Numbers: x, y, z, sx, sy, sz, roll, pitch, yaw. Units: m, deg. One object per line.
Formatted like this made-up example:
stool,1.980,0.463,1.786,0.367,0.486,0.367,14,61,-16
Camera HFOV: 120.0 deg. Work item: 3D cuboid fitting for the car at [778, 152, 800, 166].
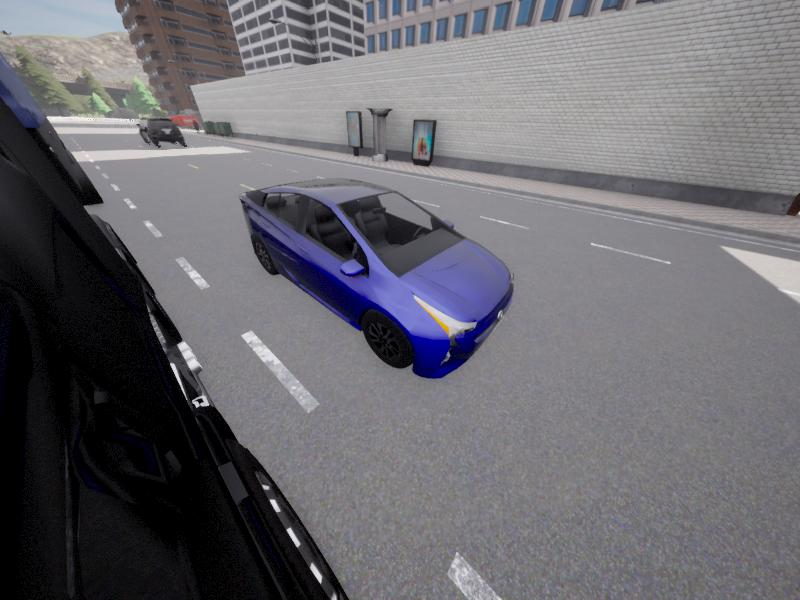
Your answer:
car,57.422,-20.086,33.013,2.033,1.411,5.357,28,44,30

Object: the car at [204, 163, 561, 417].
car,-0.641,-0.865,3.483,4.514,1.525,2.007,28,44,30

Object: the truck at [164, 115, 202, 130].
truck,-48.361,-39.600,51.559,2.627,2.467,5.204,28,44,30

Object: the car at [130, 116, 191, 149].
car,-21.256,-14.877,20.481,5.566,2.045,2.150,28,44,30

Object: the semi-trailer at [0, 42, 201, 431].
semi-trailer,-8.689,-3.612,4.235,14.254,4.402,2.717,28,44,30

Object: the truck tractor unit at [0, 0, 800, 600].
truck tractor unit,-2.645,-0.295,0.351,6.516,4.208,3.053,28,44,30

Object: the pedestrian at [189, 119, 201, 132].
pedestrian,-37.859,-32.250,42.612,0.751,1.860,0.751,23,41,25

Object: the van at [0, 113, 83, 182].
van,-15.687,-6.511,9.672,4.480,2.038,2.069,29,44,32
